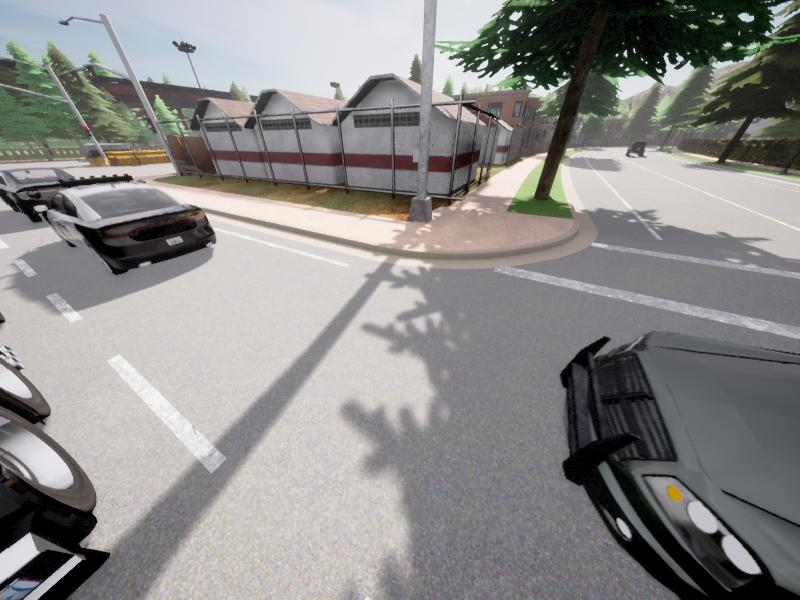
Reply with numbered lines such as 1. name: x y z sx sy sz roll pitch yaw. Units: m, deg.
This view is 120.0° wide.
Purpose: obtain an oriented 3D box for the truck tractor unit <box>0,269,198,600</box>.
1. truck tractor unit: -5.120 -0.292 0.766 6.516 4.208 3.053 18 39 24

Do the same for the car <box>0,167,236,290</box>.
1. car: -6.794 -2.071 5.583 5.238 1.638 1.930 18 39 24

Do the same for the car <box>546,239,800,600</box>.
1. car: 3.609 1.282 0.795 4.974 1.542 2.038 17 39 23

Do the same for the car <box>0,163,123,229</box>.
1. car: -13.222 -4.062 8.603 4.902 1.511 2.128 18 39 24

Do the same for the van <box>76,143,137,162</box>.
1. van: -39.633 -20.080 31.374 1.775 1.987 4.442 16 38 22

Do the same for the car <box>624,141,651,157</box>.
1. car: 35.127 -22.474 34.275 1.905 1.878 3.866 22 41 29
